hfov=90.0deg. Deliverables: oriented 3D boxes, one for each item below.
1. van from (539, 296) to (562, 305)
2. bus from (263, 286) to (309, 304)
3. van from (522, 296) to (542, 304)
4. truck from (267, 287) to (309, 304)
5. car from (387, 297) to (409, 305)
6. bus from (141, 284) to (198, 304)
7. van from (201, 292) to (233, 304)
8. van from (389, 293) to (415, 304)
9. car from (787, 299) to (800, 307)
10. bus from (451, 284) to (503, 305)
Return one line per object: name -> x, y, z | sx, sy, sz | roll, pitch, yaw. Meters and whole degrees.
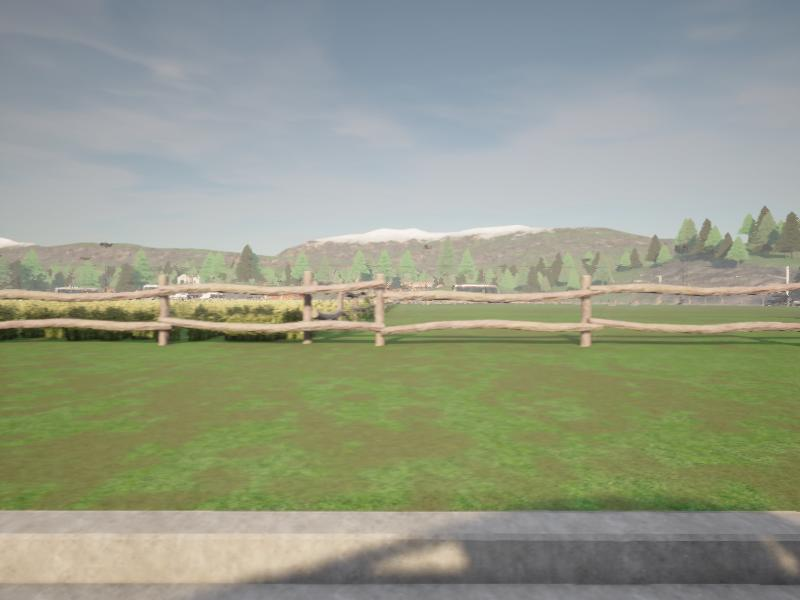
van -> 33.367, 0.049, 88.568 | 4.442, 1.987, 1.775 | 0, 0, 0
bus -> -27.965, -1.185, 98.863 | 10.273, 4.253, 3.944 | 0, 0, 0
van -> 32.686, 0.048, 99.065 | 4.442, 1.987, 1.775 | 0, 0, 0
truck -> -24.554, -0.966, 88.254 | 8.468, 3.827, 2.891 | 0, 0, 0
car -> -0.525, 0.221, 84.888 | 4.611, 1.667, 2.242 | 0, 0, 0
bus -> -50.717, -1.222, 88.242 | 10.273, 4.253, 3.944 | 0, 0, 0
van -> -38.711, -0.363, 84.680 | 5.915, 2.561, 1.988 | 0, 0, 0
van -> 0.473, -0.301, 91.889 | 5.915, 2.561, 1.988 | 0, 0, 0
car -> 64.922, 0.446, 63.789 | 1.895, 1.301, 4.718 | 0, 0, 0
bus -> 16.209, -1.114, 85.097 | 10.273, 4.253, 3.944 | 0, 0, 0
